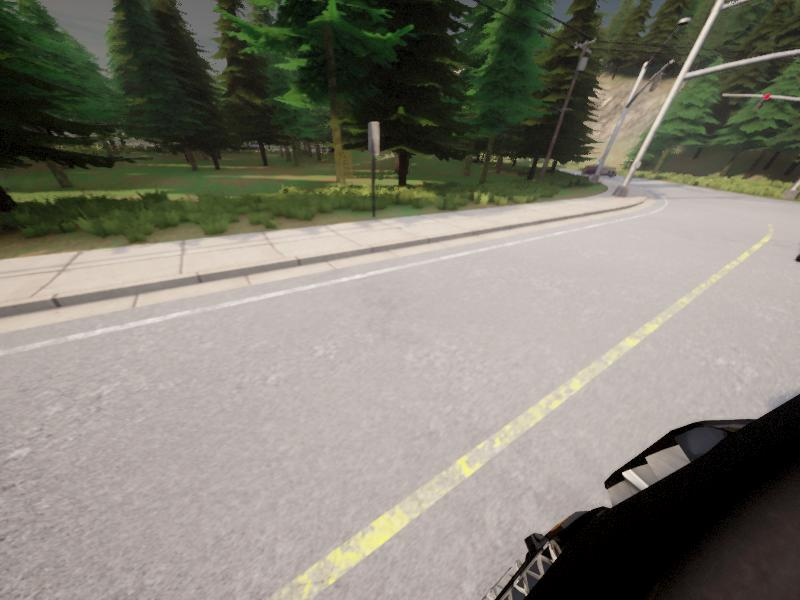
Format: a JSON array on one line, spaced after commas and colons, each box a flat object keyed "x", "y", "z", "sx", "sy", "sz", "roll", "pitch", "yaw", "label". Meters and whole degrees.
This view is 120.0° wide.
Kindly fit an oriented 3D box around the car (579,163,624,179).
[{"x": 25.313, "y": -16.436, "z": 29.290, "sx": 1.994, "sy": 1.385, "sz": 4.181, "roll": 2, "pitch": 34, "yaw": -2, "label": "car"}]

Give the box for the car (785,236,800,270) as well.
[{"x": 12.601, "y": -1.687, "z": 5.934, "sx": 4.856, "sy": 1.649, "sz": 2.033, "roll": -17, "pitch": 39, "yaw": -27, "label": "car"}]
